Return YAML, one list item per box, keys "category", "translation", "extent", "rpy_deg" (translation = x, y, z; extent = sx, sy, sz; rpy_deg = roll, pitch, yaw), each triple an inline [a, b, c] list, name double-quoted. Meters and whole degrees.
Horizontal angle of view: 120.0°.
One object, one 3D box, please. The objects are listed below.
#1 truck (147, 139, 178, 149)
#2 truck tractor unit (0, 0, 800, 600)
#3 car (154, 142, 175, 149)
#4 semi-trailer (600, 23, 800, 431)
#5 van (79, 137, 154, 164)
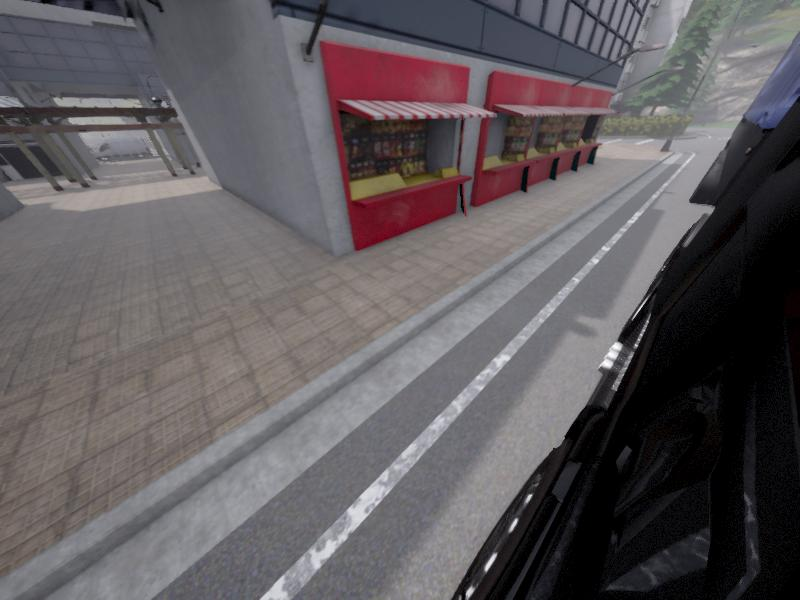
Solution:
- category: "truck"
  translation: [-71.808, -47.158, 69.931]
  extent: [6.274, 2.098, 2.390]
  rpy_deg: [-30, 45, -32]
- category: "truck tractor unit"
  translation: [2.645, -0.295, 0.351]
  extent: [6.516, 4.208, 3.053]
  rpy_deg: [-28, 44, -30]
- category: "car"
  translation: [-69.376, -45.492, 68.016]
  extent: [3.988, 1.617, 1.851]
  rpy_deg: [-30, 45, -32]
- category: "semi-trailer"
  translation: [8.607, -3.669, 4.311]
  extent: [14.254, 4.402, 2.717]
  rpy_deg: [-29, 44, -31]
- category: "van"
  translation: [-38.893, -20.804, 32.026]
  extent: [5.915, 2.561, 1.988]
  rpy_deg: [-30, 45, -32]
